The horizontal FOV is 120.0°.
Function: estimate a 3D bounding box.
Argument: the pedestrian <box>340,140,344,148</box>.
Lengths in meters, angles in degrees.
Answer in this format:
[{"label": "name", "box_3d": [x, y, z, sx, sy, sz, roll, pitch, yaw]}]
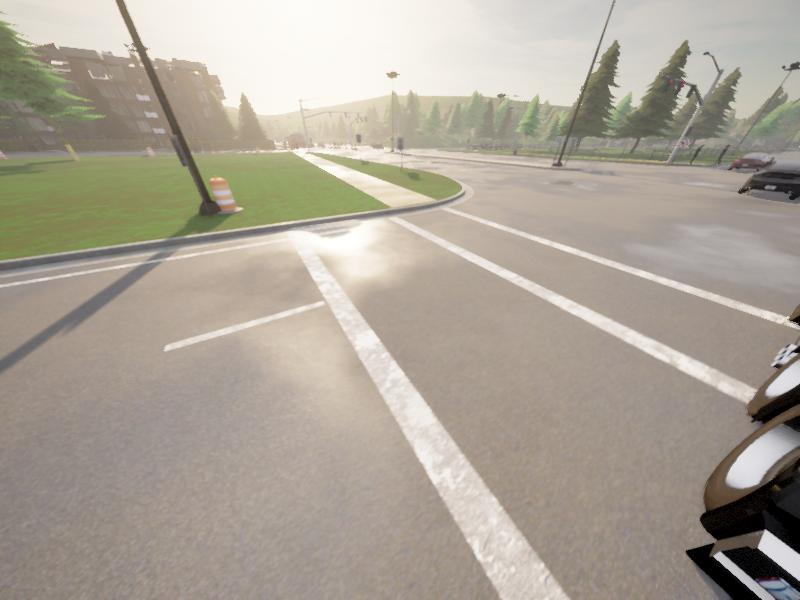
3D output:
[{"label": "pedestrian", "box_3d": [-16.808, -45.104, 66.754, 0.751, 1.860, 0.751, -23, 41, -30]}]

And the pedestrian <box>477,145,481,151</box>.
[{"label": "pedestrian", "box_3d": [18.033, -34.574, 52.593, 0.500, 1.100, 0.500, -15, 38, -21]}]

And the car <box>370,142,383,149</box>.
[{"label": "car", "box_3d": [-6.883, -45.226, 67.519, 1.930, 1.638, 5.238, -18, 39, -24]}]

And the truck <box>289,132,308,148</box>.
[{"label": "truck", "box_3d": [-31.354, -49.286, 71.226, 2.891, 3.827, 8.468, -18, 39, -25]}]

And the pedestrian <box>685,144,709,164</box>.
[{"label": "pedestrian", "box_3d": [33.705, -16.602, 26.233, 0.751, 1.860, 0.751, -15, 38, -21]}]

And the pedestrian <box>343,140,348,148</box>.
[{"label": "pedestrian", "box_3d": [-15.898, -45.490, 67.316, 0.751, 1.860, 0.751, -21, 40, -27]}]

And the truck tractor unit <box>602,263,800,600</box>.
[{"label": "truck tractor unit", "box_3d": [5.109, -0.302, 0.780, 6.516, 4.208, 3.053, -18, 39, -24]}]

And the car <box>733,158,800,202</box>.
[{"label": "car", "box_3d": [19.889, -6.305, 11.940, 4.892, 1.490, 1.837, -18, 39, -24]}]

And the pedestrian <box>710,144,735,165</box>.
[{"label": "pedestrian", "box_3d": [34.912, -15.747, 25.015, 0.751, 1.860, 0.751, -23, 41, -30]}]

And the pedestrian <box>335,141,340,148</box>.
[{"label": "pedestrian", "box_3d": [-18.113, -45.233, 67.194, 0.751, 1.860, 0.751, 26, 42, 32]}]

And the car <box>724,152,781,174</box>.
[{"label": "car", "box_3d": [32.569, -12.727, 21.326, 4.674, 1.442, 1.812, -18, 39, -24]}]

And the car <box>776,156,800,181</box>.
[{"label": "car", "box_3d": [30.256, -9.633, 16.924, 4.181, 1.385, 1.994, -18, 39, -24]}]

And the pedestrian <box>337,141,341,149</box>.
[{"label": "pedestrian", "box_3d": [-17.500, -44.669, 66.389, 0.751, 1.860, 0.751, -23, 41, -30]}]
